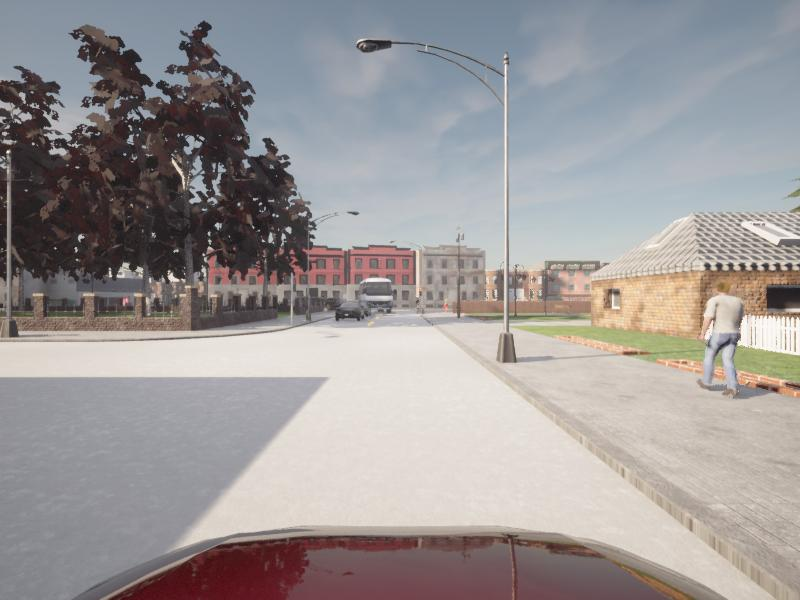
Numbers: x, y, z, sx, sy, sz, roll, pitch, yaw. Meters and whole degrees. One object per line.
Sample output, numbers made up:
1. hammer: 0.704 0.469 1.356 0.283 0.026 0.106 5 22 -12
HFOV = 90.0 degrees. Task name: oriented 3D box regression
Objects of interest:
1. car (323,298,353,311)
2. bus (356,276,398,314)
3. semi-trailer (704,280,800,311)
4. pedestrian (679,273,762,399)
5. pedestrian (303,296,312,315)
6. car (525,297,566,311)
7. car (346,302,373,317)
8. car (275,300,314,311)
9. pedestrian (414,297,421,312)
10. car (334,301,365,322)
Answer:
1. car: -8.933 0.646 57.914 3.866 1.878 1.905 0 0 11
2. bus: -3.123 -0.534 50.402 3.944 4.253 10.273 0 0 -11
3. semi-trailer: 52.457 -0.617 58.335 14.254 4.402 2.717 0 0 0
4. pedestrian: 5.028 0.533 6.326 0.751 1.860 0.751 0 0 9
5. pedestrian: -9.212 0.533 39.824 0.751 1.860 0.751 0 0 0
6. car: 22.633 0.565 62.388 5.566 2.045 2.150 0 0 0
7. car: -3.869 0.895 39.441 2.033 1.411 5.357 0 0 1
8. car: -15.324 0.771 58.379 5.238 1.638 1.930 0 0 0
9. pedestrian: 2.177 0.525 50.009 0.751 1.860 0.751 0 0 5
10. car: -3.937 0.823 32.015 1.882 1.535 5.008 0 0 0
